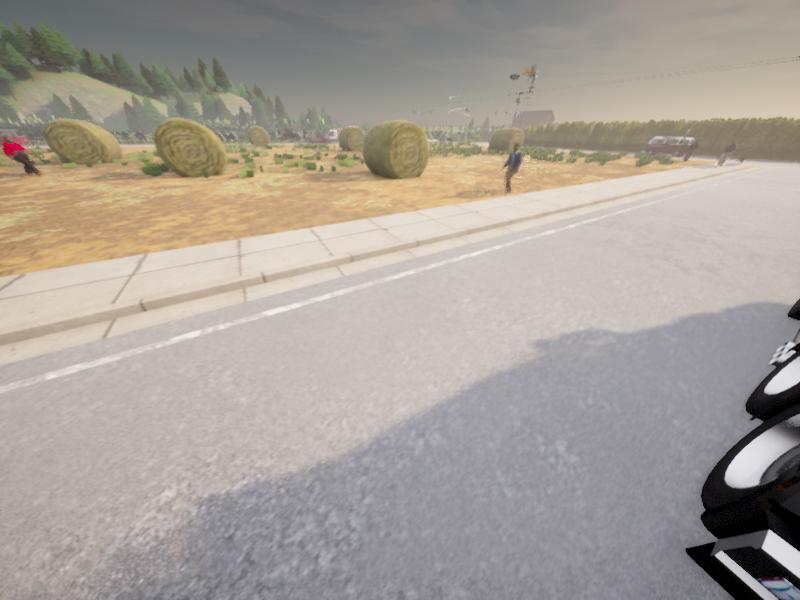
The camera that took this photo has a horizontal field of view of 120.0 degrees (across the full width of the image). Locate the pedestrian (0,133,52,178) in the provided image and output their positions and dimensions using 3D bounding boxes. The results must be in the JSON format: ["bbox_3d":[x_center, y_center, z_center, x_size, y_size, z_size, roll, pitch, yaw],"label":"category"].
[{"bbox_3d":[-19.162,-7.285,11.640,0.751,1.860,0.751,5,36,6],"label":"pedestrian"}]

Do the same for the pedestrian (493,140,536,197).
[{"bbox_3d":[4.440,-5.174,9.103,0.751,1.860,0.751,-19,40,-24],"label":"pedestrian"}]

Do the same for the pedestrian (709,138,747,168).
[{"bbox_3d":[25.143,-11.261,17.729,0.751,1.860,0.751,-18,40,-23],"label":"pedestrian"}]

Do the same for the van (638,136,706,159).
[{"bbox_3d":[32.782,-18.589,28.052,2.069,2.038,4.480,-18,40,-24],"label":"van"}]

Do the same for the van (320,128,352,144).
[{"bbox_3d":[-13.622,-34.858,49.140,5.915,2.561,1.988,-16,39,-21],"label":"van"}]

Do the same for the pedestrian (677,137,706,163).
[{"bbox_3d":[25.578,-13.122,20.280,0.751,1.860,0.751,-28,45,-34],"label":"pedestrian"}]

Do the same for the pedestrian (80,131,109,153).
[{"bbox_3d":[-30.931,-16.029,23.421,0.751,1.860,0.751,12,38,15],"label":"pedestrian"}]

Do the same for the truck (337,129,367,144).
[{"bbox_3d":[-9.811,-33.613,47.548,5.204,2.467,2.627,-16,39,-22],"label":"truck"}]

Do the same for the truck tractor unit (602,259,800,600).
[{"bbox_3d":[5.115,-0.297,0.777,6.516,4.208,3.053,-19,40,-24],"label":"truck tractor unit"}]
